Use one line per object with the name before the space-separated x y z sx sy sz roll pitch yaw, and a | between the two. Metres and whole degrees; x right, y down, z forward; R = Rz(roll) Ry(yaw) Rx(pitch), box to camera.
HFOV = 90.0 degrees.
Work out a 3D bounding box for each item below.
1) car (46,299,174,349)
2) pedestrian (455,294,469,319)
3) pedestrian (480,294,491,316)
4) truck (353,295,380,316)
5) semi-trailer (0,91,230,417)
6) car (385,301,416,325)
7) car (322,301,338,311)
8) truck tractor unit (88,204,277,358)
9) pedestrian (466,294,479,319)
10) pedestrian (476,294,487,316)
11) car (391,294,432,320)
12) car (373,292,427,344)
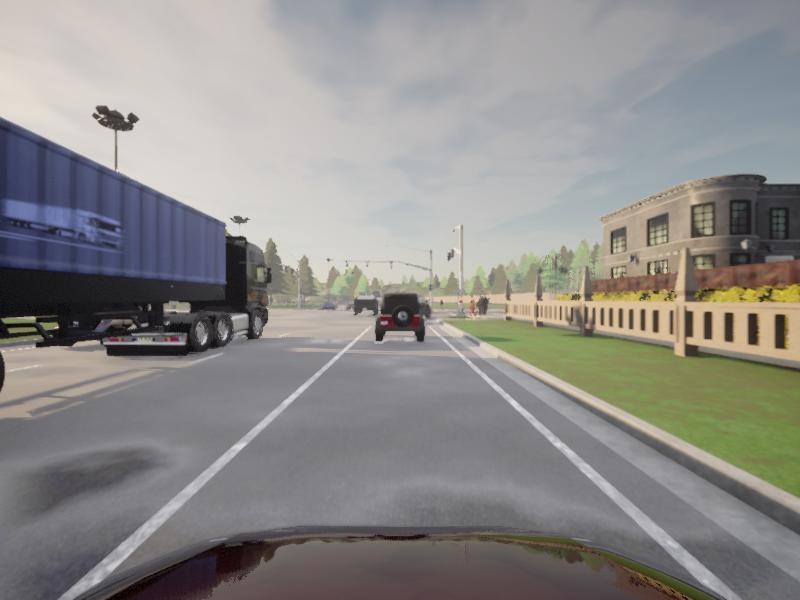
car | -10.496 0.783 14.914 1.851 1.617 3.988 0 0 0
pedestrian | 4.603 0.475 29.739 0.751 1.860 0.751 0 0 -12
pedestrian | 7.181 0.441 33.690 0.751 1.860 0.751 0 0 3
truck | -3.500 0.528 42.694 2.390 2.098 6.274 0 0 0
semi-trailer | -6.797 -0.625 6.337 2.717 4.402 14.254 0 0 -2
car | 0.076 0.844 27.328 1.970 1.475 3.806 0 0 1
car | -10.502 0.834 60.259 1.816 1.474 4.193 0 0 0
truck tractor unit | -7.002 -0.525 14.251 3.053 4.208 6.516 0 0 1
pedestrian | 5.394 0.475 29.855 0.751 1.860 0.751 0 0 -11
pedestrian | 7.155 0.446 35.119 0.751 1.860 0.751 0 0 1
car | 1.095 0.557 34.229 2.150 2.045 5.566 0 0 17
car | 0.001 0.640 16.272 1.905 1.878 3.866 0 0 0
